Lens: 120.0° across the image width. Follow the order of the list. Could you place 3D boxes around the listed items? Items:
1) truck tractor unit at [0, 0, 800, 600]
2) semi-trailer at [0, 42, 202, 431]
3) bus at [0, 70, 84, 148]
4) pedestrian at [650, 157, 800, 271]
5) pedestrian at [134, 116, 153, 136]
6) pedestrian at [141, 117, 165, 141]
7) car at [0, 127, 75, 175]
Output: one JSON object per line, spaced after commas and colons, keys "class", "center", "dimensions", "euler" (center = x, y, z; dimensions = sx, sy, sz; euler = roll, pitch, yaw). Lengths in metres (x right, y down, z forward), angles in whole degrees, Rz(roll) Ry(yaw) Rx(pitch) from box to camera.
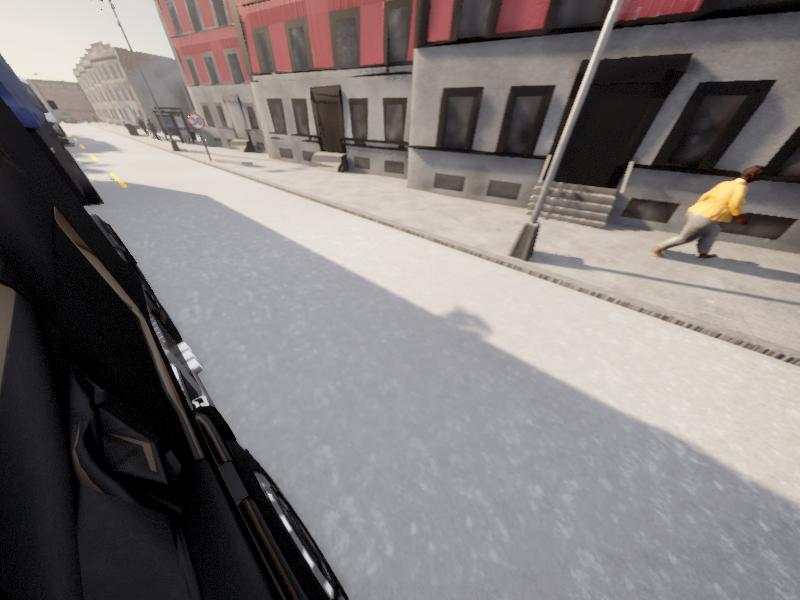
{"class": "truck tractor unit", "center": [-2.645, -0.295, 0.351], "dimensions": [6.516, 4.208, 3.053], "euler": [28, 44, 30]}
{"class": "semi-trailer", "center": [-8.696, -3.608, 4.227], "dimensions": [14.254, 4.402, 2.717], "euler": [28, 44, 30]}
{"class": "bus", "center": [-30.411, -15.250, 18.493], "dimensions": [10.273, 4.253, 3.944], "euler": [29, 44, 29]}
{"class": "pedestrian", "center": [6.097, -1.645, 4.502], "dimensions": [0.751, 1.860, 0.751], "euler": [20, 40, 22]}
{"class": "pedestrian", "center": [-30.577, -20.666, 27.524], "dimensions": [0.751, 1.860, 0.751], "euler": [30, 45, 31]}
{"class": "pedestrian", "center": [-24.685, -17.080, 23.116], "dimensions": [0.751, 1.860, 0.751], "euler": [-11, 39, -18]}
{"class": "car", "center": [-17.703, -7.182, 10.939], "dimensions": [5.357, 1.411, 2.033], "euler": [28, 44, 30]}
